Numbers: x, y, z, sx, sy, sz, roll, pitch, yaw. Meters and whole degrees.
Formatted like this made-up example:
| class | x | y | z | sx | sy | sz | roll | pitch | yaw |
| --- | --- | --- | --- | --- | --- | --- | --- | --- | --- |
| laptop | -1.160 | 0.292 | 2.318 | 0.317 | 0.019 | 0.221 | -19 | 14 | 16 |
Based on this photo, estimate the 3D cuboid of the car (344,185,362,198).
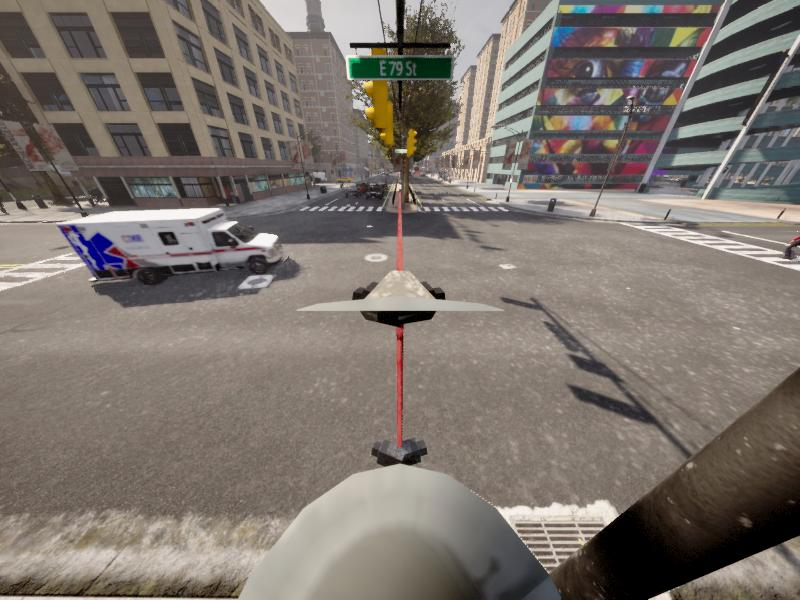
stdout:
| class | x | y | z | sx | sy | sz | roll | pitch | yaw |
| --- | --- | --- | --- | --- | --- | --- | --- | --- | --- |
| car | -7.151 | -16.750 | 35.573 | 1.812 | 1.442 | 4.674 | 0 | 30 | 0 |

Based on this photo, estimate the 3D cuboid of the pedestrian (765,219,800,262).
| class | x | y | z | sx | sy | sz | roll | pitch | yaw |
| --- | --- | --- | --- | --- | --- | --- | --- | --- | --- |
| pedestrian | 19.018 | -2.830 | 10.998 | 0.751 | 1.860 | 0.751 | -1 | 30 | -2 |

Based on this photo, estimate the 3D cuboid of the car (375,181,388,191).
| class | x | y | z | sx | sy | sz | roll | pitch | yaw |
| --- | --- | --- | --- | --- | --- | --- | --- | --- | --- |
| car | -3.663 | -22.793 | 45.972 | 2.128 | 1.511 | 4.902 | 0 | 30 | 0 |

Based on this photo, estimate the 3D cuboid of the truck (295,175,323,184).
| class | x | y | z | sx | sy | sz | roll | pitch | yaw |
| --- | --- | --- | --- | --- | --- | --- | --- | --- | --- |
| truck | -24.589 | -32.674 | 62.500 | 6.274 | 2.098 | 2.390 | 0 | 30 | -1 |

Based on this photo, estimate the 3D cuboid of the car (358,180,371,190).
| class | x | y | z | sx | sy | sz | roll | pitch | yaw |
| --- | --- | --- | --- | --- | --- | --- | --- | --- | --- |
| car | -7.190 | -23.368 | 46.985 | 1.837 | 1.490 | 4.892 | 0 | 30 | 0 |

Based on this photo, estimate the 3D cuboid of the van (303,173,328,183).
| class | x | y | z | sx | sy | sz | roll | pitch | yaw |
| --- | --- | --- | --- | --- | --- | --- | --- | --- | --- |
| van | -23.913 | -34.661 | 65.502 | 5.915 | 2.561 | 1.988 | -1 | 30 | -2 |

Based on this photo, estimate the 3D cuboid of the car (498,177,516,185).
| class | x | y | z | sx | sy | sz | roll | pitch | yaw |
| --- | --- | --- | --- | --- | --- | --- | --- | --- | --- |
| car | 27.196 | -30.383 | 58.961 | 2.161 | 1.482 | 4.786 | 0 | 30 | 0 |

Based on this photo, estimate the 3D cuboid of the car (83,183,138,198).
| class | x | y | z | sx | sy | sz | roll | pitch | yaw |
| --- | --- | --- | --- | --- | --- | --- | --- | --- | --- |
| car | -45.142 | -17.239 | 36.223 | 1.930 | 1.638 | 5.238 | 0 | 30 | 0 |

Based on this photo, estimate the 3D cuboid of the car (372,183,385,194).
| class | x | y | z | sx | sy | sz | roll | pitch | yaw |
| --- | --- | --- | --- | --- | --- | --- | --- | --- | --- |
| car | -3.683 | -19.398 | 40.235 | 1.994 | 1.385 | 4.181 | 0 | 30 | 0 |

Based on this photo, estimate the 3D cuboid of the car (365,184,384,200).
| class | x | y | z | sx | sy | sz | roll | pitch | yaw |
| --- | --- | --- | --- | --- | --- | --- | --- | --- | --- |
| car | -3.698 | -15.908 | 33.887 | 2.242 | 1.667 | 4.611 | 0 | 30 | 0 |

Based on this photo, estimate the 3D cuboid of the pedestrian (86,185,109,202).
| class | x | y | z | sx | sy | sz | roll | pitch | yaw |
| --- | --- | --- | --- | --- | --- | --- | --- | --- | --- |
| pedestrian | -37.155 | -13.066 | 28.423 | 0.751 | 1.860 | 0.751 | 1 | 30 | 2 |

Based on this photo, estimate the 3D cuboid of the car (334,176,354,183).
| class | x | y | z | sx | sy | sz | roll | pitch | yaw |
| --- | --- | --- | --- | --- | --- | --- | --- | --- | --- |
| car | -16.040 | -34.559 | 66.283 | 5.366 | 1.575 | 1.801 | -10 | 31 | -16 |

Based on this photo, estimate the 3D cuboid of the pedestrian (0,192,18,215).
| class | x | y | z | sx | sy | sz | roll | pitch | yaw |
| --- | --- | --- | --- | --- | --- | --- | --- | --- | --- |
| pedestrian | -36.499 | -8.812 | 21.056 | 0.751 | 1.860 | 0.751 | 6 | 31 | 10 |

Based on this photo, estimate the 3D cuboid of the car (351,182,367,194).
| class | x | y | z | sx | sy | sz | roll | pitch | yaw |
| --- | --- | --- | --- | --- | --- | --- | --- | --- | --- |
| car | -7.178 | -20.111 | 41.312 | 2.007 | 1.525 | 4.514 | 0 | 30 | 0 |

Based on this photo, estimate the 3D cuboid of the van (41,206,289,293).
| class | x | y | z | sx | sy | sz | roll | pitch | yaw |
| --- | --- | --- | --- | --- | --- | --- | --- | --- | --- |
| van | -8.474 | -2.272 | 9.514 | 6.366 | 2.431 | 2.351 | -7 | 31 | -12 |
